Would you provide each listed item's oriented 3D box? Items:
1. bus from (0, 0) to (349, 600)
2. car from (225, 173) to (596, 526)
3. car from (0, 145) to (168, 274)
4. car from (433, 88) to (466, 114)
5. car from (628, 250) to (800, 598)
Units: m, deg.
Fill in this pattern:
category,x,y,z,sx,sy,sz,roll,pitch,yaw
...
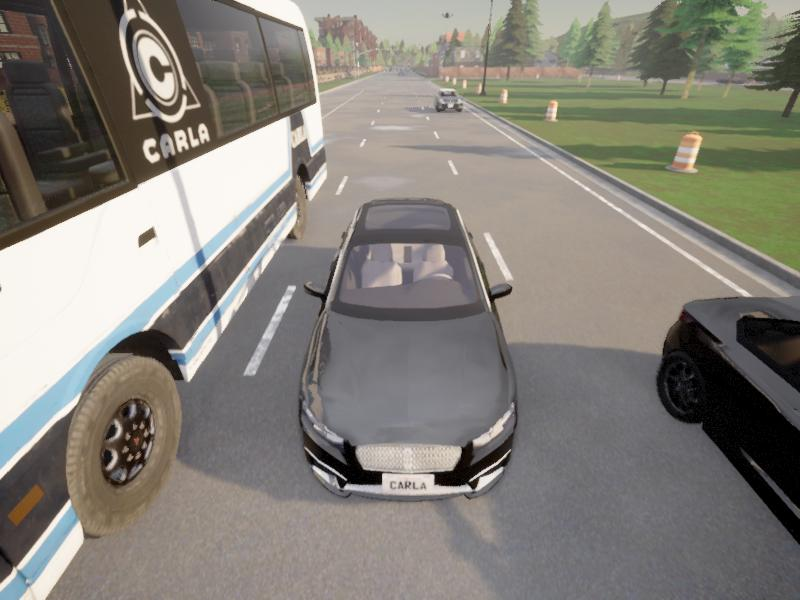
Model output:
category,x,y,z,sx,sy,sz,roll,pitch,yaw
bus,-3.335,-2.005,5.193,3.944,4.253,10.273,0,30,0
car,0.086,-0.178,4.787,2.128,1.511,4.902,0,30,1
car,-6.957,-2.085,8.180,1.994,1.385,4.181,-1,30,-1
car,3.603,-14.941,29.993,1.970,1.475,3.806,0,30,0
car,3.539,1.214,2.449,1.816,1.474,4.193,0,30,0
